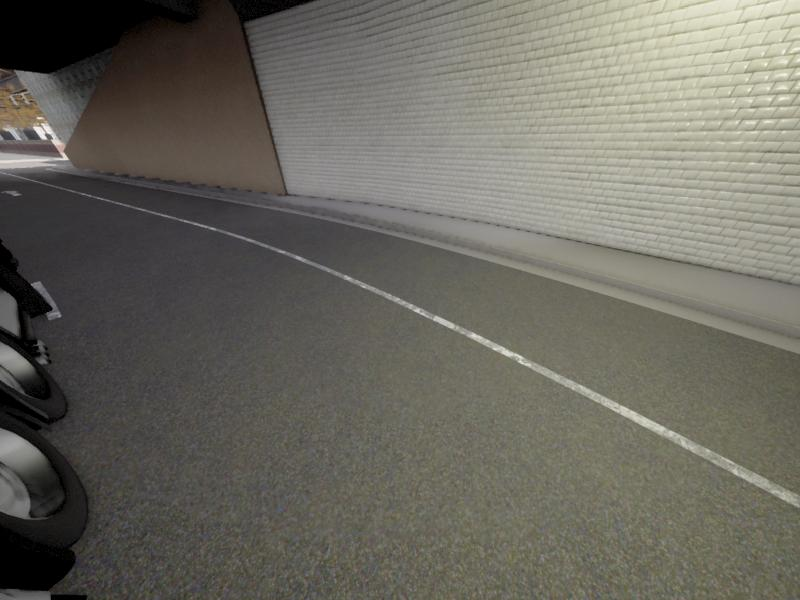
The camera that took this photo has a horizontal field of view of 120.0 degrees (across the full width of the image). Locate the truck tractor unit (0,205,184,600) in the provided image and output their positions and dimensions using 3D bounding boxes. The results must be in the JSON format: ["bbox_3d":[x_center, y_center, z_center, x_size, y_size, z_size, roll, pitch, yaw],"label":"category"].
[{"bbox_3d":[-5.006,-0.394,0.913,6.516,4.208,3.053,22,41,29],"label":"truck tractor unit"}]
